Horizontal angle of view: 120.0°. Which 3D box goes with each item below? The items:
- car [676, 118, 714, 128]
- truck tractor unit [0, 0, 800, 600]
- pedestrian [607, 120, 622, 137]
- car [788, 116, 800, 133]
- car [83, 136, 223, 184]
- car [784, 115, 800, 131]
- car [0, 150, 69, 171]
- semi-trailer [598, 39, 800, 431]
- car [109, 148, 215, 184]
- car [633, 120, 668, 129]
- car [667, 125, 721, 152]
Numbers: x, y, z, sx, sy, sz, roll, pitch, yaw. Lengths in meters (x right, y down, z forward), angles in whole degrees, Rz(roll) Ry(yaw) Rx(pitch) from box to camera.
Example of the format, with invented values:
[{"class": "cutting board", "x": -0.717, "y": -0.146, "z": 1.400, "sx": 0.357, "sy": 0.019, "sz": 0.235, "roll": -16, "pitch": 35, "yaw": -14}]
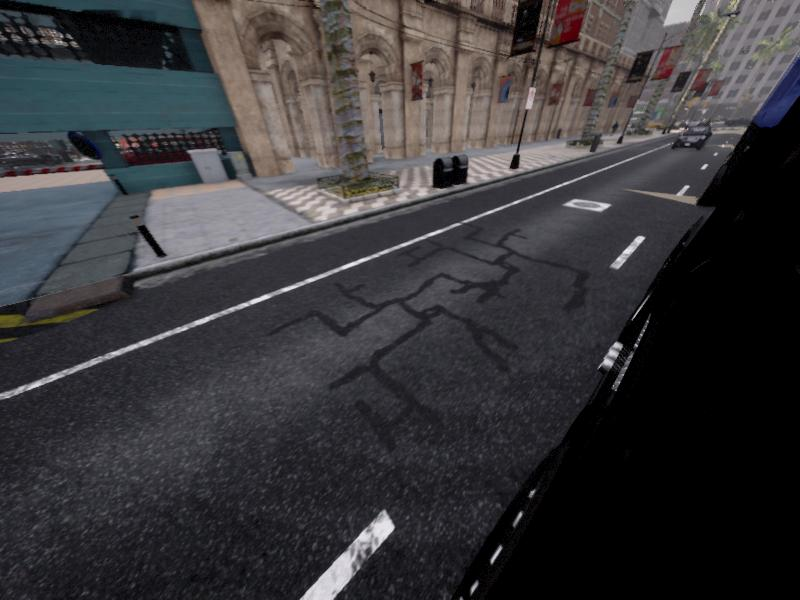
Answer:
[{"class": "car", "x": 66.203, "y": -39.790, "z": 51.971, "sx": 2.038, "sy": 1.542, "sz": 4.974, "roll": -32, "pitch": 46, "yaw": -33}, {"class": "truck tractor unit", "x": 2.645, "y": -0.295, "z": 0.351, "sx": 6.516, "sy": 4.208, "sz": 3.053, "roll": -28, "pitch": 44, "yaw": -30}, {"class": "pedestrian", "x": 29.607, "y": -23.631, "z": 31.846, "sx": 0.751, "sy": 1.860, "sz": 0.751, "roll": -28, "pitch": 43, "yaw": -30}, {"class": "car", "x": 51.368, "y": -22.130, "z": 29.000, "sx": 4.856, "sy": 1.649, "sz": 2.033, "roll": -28, "pitch": 43, "yaw": -29}, {"class": "car", "x": -15.457, "y": -9.280, "z": 15.054, "sx": 5.566, "sy": 2.045, "sz": 2.435, "roll": -28, "pitch": 43, "yaw": -30}, {"class": "car", "x": 56.643, "y": -24.887, "z": 32.358, "sx": 4.611, "sy": 1.667, "sz": 2.242, "roll": -28, "pitch": 43, "yaw": -30}, {"class": "car", "x": -41.313, "y": -15.534, "z": 25.621, "sx": 4.902, "sy": 1.511, "sz": 2.128, "roll": -28, "pitch": 43, "yaw": -30}, {"class": "semi-trailer", "x": 8.700, "y": -3.584, "z": 4.254, "sx": 14.254, "sy": 4.402, "sz": 2.717, "roll": -28, "pitch": 43, "yaw": -30}, {"class": "car", "x": -15.398, "y": -8.989, "z": 15.316, "sx": 4.514, "sy": 1.523, "sz": 2.007, "roll": -28, "pitch": 43, "yaw": -30}, {"class": "car", "x": 61.169, "y": -42.913, "z": 56.441, "sx": 1.801, "sy": 1.575, "sz": 5.366, "roll": -28, "pitch": 43, "yaw": -30}, {"class": "car", "x": 23.036, "y": -12.718, "z": 18.118, "sx": 3.633, "sy": 1.501, "sz": 1.845, "roll": -28, "pitch": 43, "yaw": -30}]
